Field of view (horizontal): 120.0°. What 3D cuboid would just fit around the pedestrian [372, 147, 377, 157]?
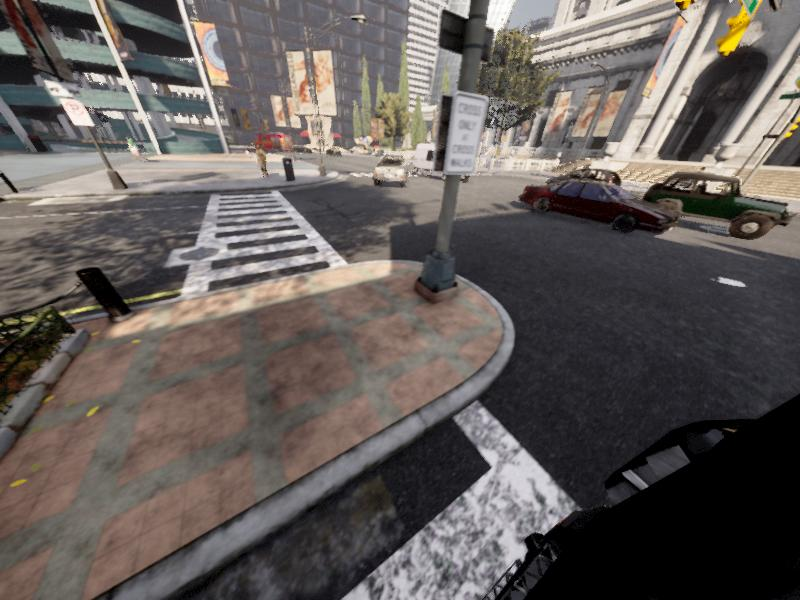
[{"bbox_3d":[-5.745,-33.332,51.890,0.751,1.860,0.751,-21,40,-32],"label":"pedestrian"}]

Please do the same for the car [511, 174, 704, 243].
[{"bbox_3d":[7.648,-3.983,9.341,2.033,1.411,5.357,-17,38,-27],"label":"car"}]

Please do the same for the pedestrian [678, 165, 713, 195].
[{"bbox_3d":[22.142,-9.011,17.346,0.751,1.860,0.751,-17,38,-28],"label":"pedestrian"}]

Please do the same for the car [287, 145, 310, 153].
[{"bbox_3d":[-25.108,-37.565,57.448,4.902,1.511,2.128,15,35,17],"label":"car"}]

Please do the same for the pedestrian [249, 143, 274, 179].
[{"bbox_3d":[-8.460,-8.527,14.186,0.751,1.860,0.751,-4,34,-10],"label":"pedestrian"}]

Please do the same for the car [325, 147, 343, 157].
[{"bbox_3d":[-13.509,-30.062,46.923,1.789,1.549,3.705,-25,42,-36],"label":"car"}]

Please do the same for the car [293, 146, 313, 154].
[{"bbox_3d":[-22.097,-34.176,52.630,4.181,1.385,1.994,21,38,26],"label":"car"}]

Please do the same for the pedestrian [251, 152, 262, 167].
[{"bbox_3d":[-12.830,-12.605,20.691,0.500,1.100,0.500,-6,34,-13],"label":"pedestrian"}]

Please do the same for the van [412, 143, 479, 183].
[{"bbox_3d":[3.597,-11.965,20.046,1.988,2.561,5.915,-17,38,-27],"label":"van"}]

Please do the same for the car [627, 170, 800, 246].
[{"bbox_3d":[12.050,-3.770,8.919,1.905,1.878,3.866,-17,38,-27],"label":"car"}]

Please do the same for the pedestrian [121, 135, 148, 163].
[{"bbox_3d":[-21.763,-12.372,18.941,0.751,1.860,0.751,-27,44,-37],"label":"pedestrian"}]

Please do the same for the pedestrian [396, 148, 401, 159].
[{"bbox_3d":[-0.249,-30.482,48.020,0.751,1.860,0.751,-14,37,-24],"label":"pedestrian"}]

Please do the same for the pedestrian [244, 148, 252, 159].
[{"bbox_3d":[-18.516,-17.790,28.077,0.500,1.100,0.500,-13,37,-23],"label":"pedestrian"}]

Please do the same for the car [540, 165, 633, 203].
[{"bbox_3d":[11.774,-7.602,14.944,1.851,1.617,3.988,-17,38,-27],"label":"car"}]

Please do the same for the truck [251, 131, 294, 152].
[{"bbox_3d":[-30.425,-37.863,55.311,8.468,3.827,2.891,11,34,11],"label":"truck"}]

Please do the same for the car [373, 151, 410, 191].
[{"bbox_3d":[-0.459,-8.801,15.536,1.932,1.855,4.605,6,34,1],"label":"car"}]
